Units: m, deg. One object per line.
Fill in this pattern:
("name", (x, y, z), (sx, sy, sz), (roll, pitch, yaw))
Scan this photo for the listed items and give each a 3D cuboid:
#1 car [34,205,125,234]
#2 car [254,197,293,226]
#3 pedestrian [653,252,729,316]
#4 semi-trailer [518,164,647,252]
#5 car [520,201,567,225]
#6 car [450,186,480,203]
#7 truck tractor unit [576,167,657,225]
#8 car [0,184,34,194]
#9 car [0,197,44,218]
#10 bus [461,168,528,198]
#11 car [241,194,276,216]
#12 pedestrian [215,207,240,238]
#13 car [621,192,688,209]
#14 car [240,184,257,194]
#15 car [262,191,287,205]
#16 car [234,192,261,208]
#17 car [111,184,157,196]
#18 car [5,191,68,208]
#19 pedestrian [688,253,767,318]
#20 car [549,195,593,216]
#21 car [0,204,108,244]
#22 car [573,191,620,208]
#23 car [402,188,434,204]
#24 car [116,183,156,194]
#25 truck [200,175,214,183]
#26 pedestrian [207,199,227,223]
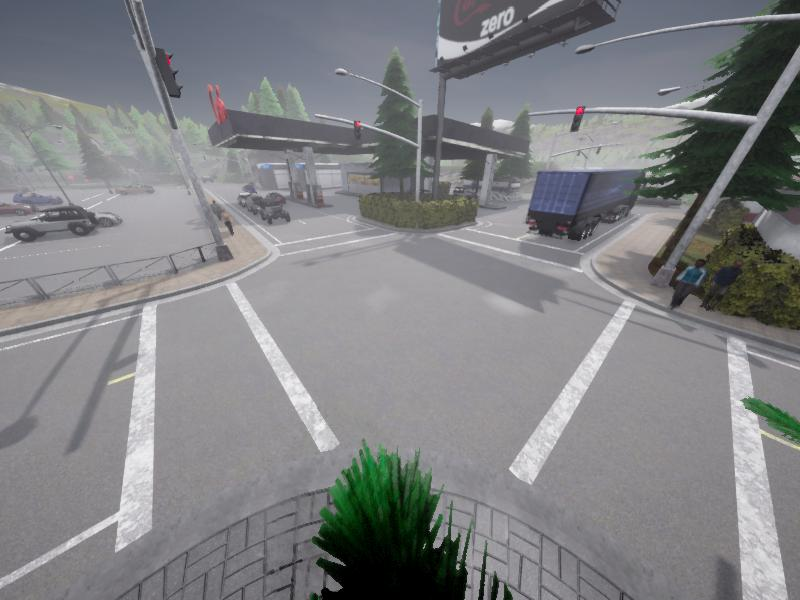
("car", (-25.501, -6.610, 18.671), (3.806, 1.475, 1.970), (-23, 37, -34))
("car", (-11.869, -8.361, 21.588), (1.905, 1.878, 3.866), (-22, 37, -33))
("pedestrian", (9.576, -0.520, 7.684), (0.751, 1.860, 0.751), (-15, 33, -24))
("semi-trailer", (14.108, -7.496, 17.177), (14.254, 4.402, 2.717), (-22, 37, -34))
("car", (13.323, -8.082, 21.356), (4.674, 1.442, 1.812), (-22, 36, -34))
("car", (9.747, -16.005, 34.849), (1.905, 1.878, 3.866), (-23, 37, -34))
("truck tractor unit", (20.199, -9.937, 21.595), (6.516, 4.208, 3.053), (-23, 37, -33))
("car", (-75.561, -21.356, 44.506), (4.792, 1.488, 2.163), (-23, 37, -34))
("car", (-39.420, -8.945, 22.590), (4.514, 1.523, 2.007), (-23, 37, -34))
("bus", (16.718, -21.582, 42.125), (3.944, 4.253, 10.273), (-22, 37, -33))
("car", (-15.972, -10.737, 25.967), (2.033, 1.649, 4.856), (-22, 37, -33))
("pedestrian", (-12.015, -5.396, 16.130), (0.751, 1.860, 0.751), (-23, 37, -34))
("car", (32.070, -12.739, 29.436), (5.357, 1.411, 2.033), (18, 35, 29))
("car", (-29.512, -21.637, 44.998), (1.816, 1.474, 4.193), (-22, 37, -33))
("car", (-17.813, -14.495, 32.732), (1.994, 1.385, 4.181), (-22, 37, -33))
("car", (-19.994, -13.111, 30.230), (1.970, 1.475, 3.806), (-22, 37, -33))
("car", (-47.482, -19.774, 41.410), (5.027, 1.636, 2.152), (-23, 37, -34))
("car", (-45.788, -12.777, 29.270), (3.633, 1.501, 1.845), (-23, 37, -34))
("pedestrian", (10.644, -0.480, 7.614), (0.751, 1.860, 0.751), (-24, 38, -36))
("car", (18.519, -10.345, 25.021), (4.902, 1.511, 2.128), (-22, 37, -33))
("car", (-23.841, -5.383, 15.979), (3.866, 1.878, 1.905), (-23, 37, -34))
("car", (24.570, -12.660, 28.971), (4.611, 1.667, 2.242), (-11, 32, -22))
("car", (2.620, -15.713, 34.677), (2.242, 1.667, 4.611), (-23, 37, -34))
("car", (-49.532, -20.953, 43.472), (4.514, 1.523, 2.007), (-23, 37, -34))
("truck", (-61.814, -38.726, 73.974), (2.390, 2.098, 6.274), (-23, 37, -34))
("pedestrian", (-16.165, -7.871, 20.417), (0.751, 1.860, 0.751), (-22, 37, -33))
